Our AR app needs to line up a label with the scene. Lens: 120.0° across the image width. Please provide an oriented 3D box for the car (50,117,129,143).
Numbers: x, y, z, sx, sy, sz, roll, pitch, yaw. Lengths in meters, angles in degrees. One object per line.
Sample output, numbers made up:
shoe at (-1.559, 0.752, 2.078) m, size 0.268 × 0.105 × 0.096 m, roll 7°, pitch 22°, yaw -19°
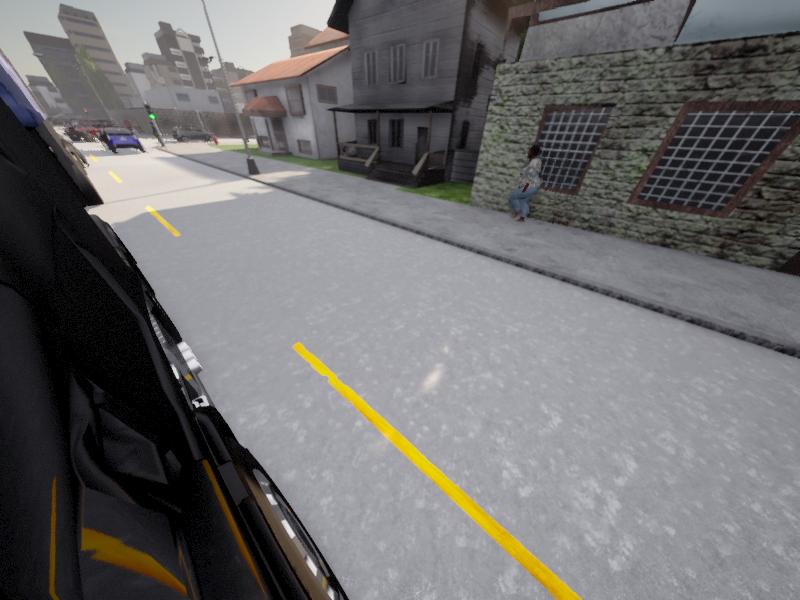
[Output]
car at (-30.199, -16.661, 22.703) m, size 1.905 × 1.878 × 3.866 m, roll 6°, pitch 37°, yaw 6°

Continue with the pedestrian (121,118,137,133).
pedestrian at (-40.927, -26.347, 34.904) m, size 0.751 × 1.860 × 0.751 m, roll 29°, pitch 44°, yaw 31°

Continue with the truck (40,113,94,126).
truck at (-74.078, -40.196, 51.650) m, size 2.390 × 2.098 × 6.274 m, roll 9°, pitch 37°, yaw 9°

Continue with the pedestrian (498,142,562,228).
pedestrian at (3.349, -3.012, 6.088) m, size 0.751 × 1.860 × 0.751 m, roll 28°, pitch 44°, yaw 30°

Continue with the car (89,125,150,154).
car at (-21.266, -12.188, 17.507) m, size 4.514 × 1.525 × 2.007 m, roll 28°, pitch 44°, yaw 30°

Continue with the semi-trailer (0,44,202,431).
semi-trailer at (-8.697, -3.596, 4.242) m, size 14.254 × 4.402 × 2.717 m, roll 28°, pitch 44°, yaw 30°

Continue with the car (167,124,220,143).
car at (-23.850, -19.309, 26.865) m, size 1.851 × 1.617 × 3.988 m, roll 25°, pitch 42°, yaw 27°

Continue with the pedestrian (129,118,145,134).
pedestrian at (-39.619, -26.188, 34.767) m, size 0.751 × 1.860 × 0.751 m, roll 27°, pitch 43°, yaw 29°

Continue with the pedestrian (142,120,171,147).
pedestrian at (-20.759, -14.208, 19.758) m, size 0.751 × 1.860 × 0.751 m, roll 8°, pitch 37°, yaw 8°

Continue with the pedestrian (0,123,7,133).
pedestrian at (-46.983, -20.468, 26.668) m, size 0.751 × 1.860 × 0.751 m, roll -30°, pitch 47°, yaw -36°

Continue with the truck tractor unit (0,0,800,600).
truck tractor unit at (-2.645, -0.295, 0.351) m, size 6.516 × 4.208 × 3.053 m, roll 28°, pitch 44°, yaw 30°

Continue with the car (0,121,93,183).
car at (-15.575, -6.512, 10.035) m, size 4.605 × 1.855 × 1.932 m, roll 30°, pitch 45°, yaw 35°
